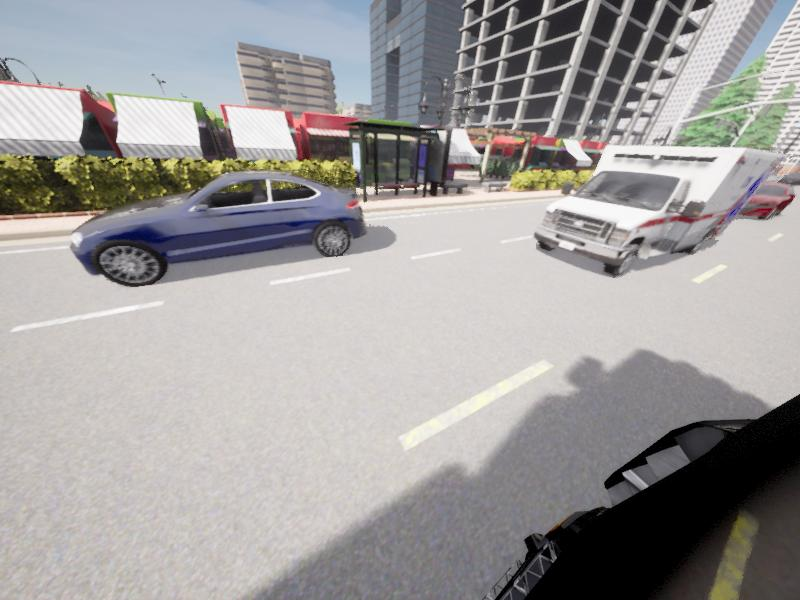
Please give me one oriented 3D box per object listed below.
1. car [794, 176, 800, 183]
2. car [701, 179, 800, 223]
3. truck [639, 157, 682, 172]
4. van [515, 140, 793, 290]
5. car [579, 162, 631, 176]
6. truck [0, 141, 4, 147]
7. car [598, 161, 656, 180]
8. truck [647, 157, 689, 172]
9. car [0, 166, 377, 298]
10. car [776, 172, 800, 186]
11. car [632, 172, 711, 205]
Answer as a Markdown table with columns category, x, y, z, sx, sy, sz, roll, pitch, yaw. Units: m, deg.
| category | x | y | z | sx | sy | sz | roll | pitch | yaw |
| --- | --- | --- | --- | --- | --- | --- | --- | --- | --- |
| car | 69.060 | -20.568 | 38.872 | 3.988 | 1.617 | 1.851 | -15 | 37 | -24 |
| car | 17.992 | -5.123 | 11.664 | 5.008 | 1.535 | 1.882 | -14 | 37 | -24 |
| truck | 56.652 | -29.638 | 50.445 | 2.615 | 2.467 | 5.204 | -15 | 37 | -24 |
| van | 6.533 | -2.515 | 6.047 | 6.366 | 2.431 | 2.351 | -14 | 37 | -24 |
| car | 30.619 | -19.751 | 34.707 | 2.033 | 1.411 | 5.357 | -15 | 37 | -25 |
| truck | -51.702 | -19.480 | 25.859 | 2.891 | 3.827 | 8.468 | -14 | 37 | -24 |
| car | 29.481 | -16.991 | 30.243 | 2.033 | 1.649 | 4.856 | -15 | 38 | -25 |
| truck | 60.450 | -30.628 | 52.229 | 2.615 | 2.467 | 5.204 | -15 | 37 | -24 |
| car | -3.264 | -1.834 | 4.995 | 5.027 | 1.651 | 2.152 | -15 | 37 | -24 |
| car | 56.506 | -17.311 | 32.992 | 5.008 | 1.535 | 1.882 | -15 | 37 | -24 |
| car | 16.972 | -7.050 | 14.492 | 3.633 | 1.501 | 1.845 | -15 | 37 | -24 |
